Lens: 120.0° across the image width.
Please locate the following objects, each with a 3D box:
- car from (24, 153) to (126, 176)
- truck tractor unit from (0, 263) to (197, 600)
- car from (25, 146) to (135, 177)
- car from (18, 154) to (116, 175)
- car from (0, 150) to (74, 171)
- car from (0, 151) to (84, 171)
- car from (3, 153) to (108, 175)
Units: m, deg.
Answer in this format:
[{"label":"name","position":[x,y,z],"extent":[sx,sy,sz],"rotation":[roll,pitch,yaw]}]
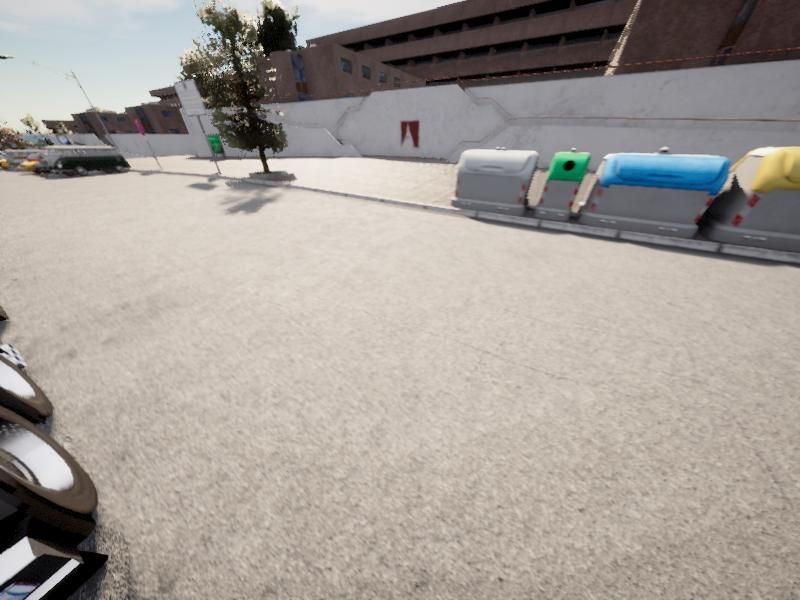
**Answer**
[{"label":"car","position":[-27.924,-11.895,20.198],"extent":[2.002,1.452,4.674],"rotation":[5,34,9]},{"label":"truck tractor unit","position":[-5.110,-0.305,0.772],"extent":[6.516,4.208,3.053],"rotation":[19,39,24]},{"label":"car","position":[-25.365,-11.271,18.685],"extent":[1.878,1.987,4.442],"rotation":[5,34,9]},{"label":"car","position":[-30.493,-12.680,21.474],"extent":[2.002,1.452,4.674],"rotation":[5,34,9]},{"label":"car","position":[-43.398,-16.754,27.593],"extent":[1.878,1.987,4.442],"rotation":[5,34,9]},{"label":"car","position":[-40.796,-15.967,26.497],"extent":[2.185,1.767,4.553],"rotation":[5,34,9]},{"label":"car","position":[-33.102,-13.398,22.568],"extent":[1.946,1.575,5.366],"rotation":[5,34,9]}]
